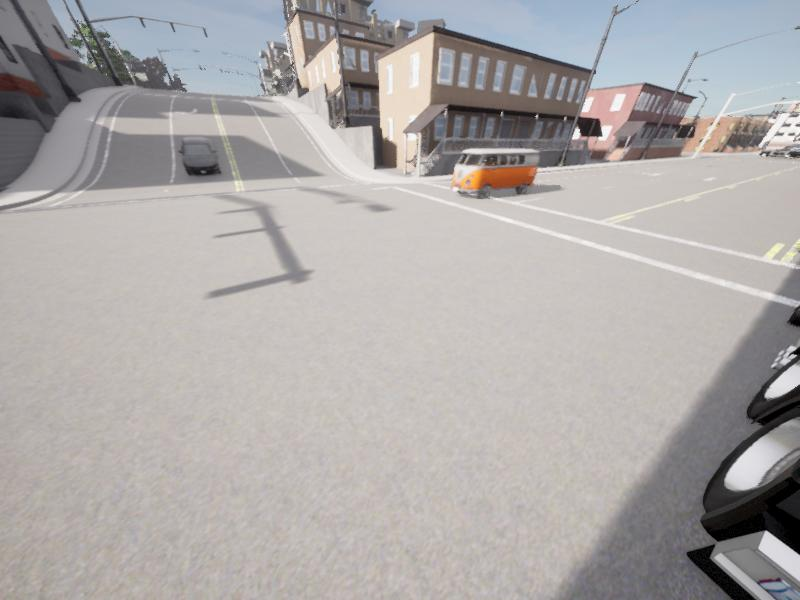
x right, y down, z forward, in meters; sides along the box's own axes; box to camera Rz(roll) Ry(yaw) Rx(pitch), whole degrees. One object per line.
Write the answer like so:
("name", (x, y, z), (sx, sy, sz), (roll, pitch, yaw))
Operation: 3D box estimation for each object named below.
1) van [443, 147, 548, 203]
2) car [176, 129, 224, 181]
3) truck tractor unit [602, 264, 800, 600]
("van", (4.563, -6.199, 11.246), (4.442, 1.987, 1.775), (-16, 38, -22))
("car", (-13.830, -10.129, 15.970), (1.882, 1.535, 5.008), (-19, 55, -25))
("truck tractor unit", (5.112, -0.297, 0.791), (6.516, 4.208, 3.053), (-18, 39, -24))
